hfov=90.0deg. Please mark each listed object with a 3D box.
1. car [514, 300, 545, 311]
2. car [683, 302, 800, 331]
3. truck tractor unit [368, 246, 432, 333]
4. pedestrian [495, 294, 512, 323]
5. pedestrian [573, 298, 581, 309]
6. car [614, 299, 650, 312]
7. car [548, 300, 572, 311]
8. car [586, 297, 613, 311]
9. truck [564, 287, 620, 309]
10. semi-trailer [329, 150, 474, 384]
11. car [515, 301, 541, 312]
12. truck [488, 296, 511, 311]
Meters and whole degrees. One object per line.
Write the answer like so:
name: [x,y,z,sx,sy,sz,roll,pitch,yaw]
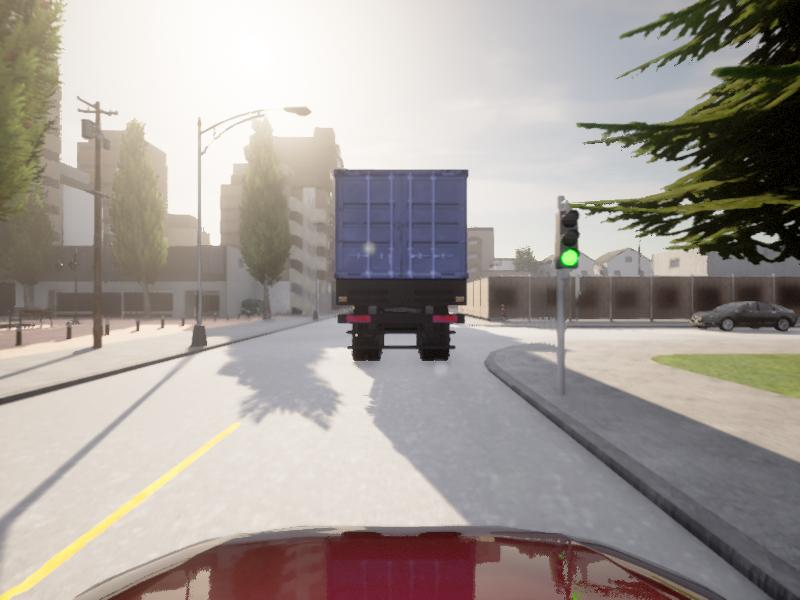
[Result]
car: [18.076,0.761,55.878,3.705,1.547,1.789,0,0,0]
car: [18.125,0.850,21.236,4.892,1.490,1.837,0,0,-1]
truck tractor unit: [-0.013,-0.520,22.542,3.053,4.208,6.516,0,0,0]
pedestrian: [6.603,0.531,25.490,0.751,1.860,0.751,0,0,-16]
pedestrian: [27.810,0.550,62.872,0.751,1.860,0.751,0,0,-13]
car: [31.936,0.706,55.264,2.242,1.667,4.611,0,0,0]
car: [22.528,0.771,56.448,1.845,1.501,3.633,0,0,0]
car: [27.645,0.601,55.519,1.905,1.878,3.866,0,0,0]
truck: [33.771,-0.302,70.476,8.468,3.827,2.891,0,0,0]
semi-trailer: [0.009,-0.616,14.626,2.717,4.402,14.254,0,0,0]
car: [17.849,0.833,56.038,2.033,1.415,5.357,0,0,0]
truck: [13.888,0.521,56.204,2.069,2.038,4.478,0,0,0]
